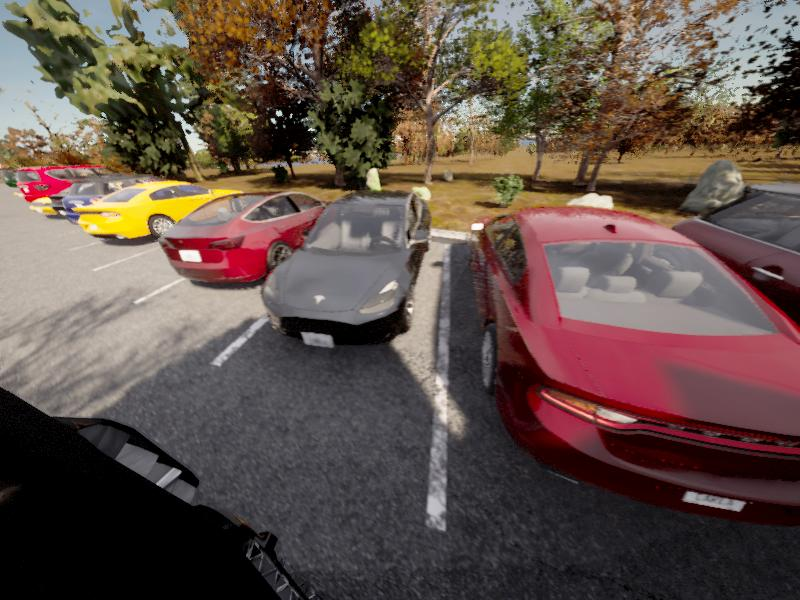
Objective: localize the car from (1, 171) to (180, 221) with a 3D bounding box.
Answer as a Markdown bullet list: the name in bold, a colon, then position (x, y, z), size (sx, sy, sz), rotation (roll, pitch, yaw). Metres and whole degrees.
- **car**: position (-15.682, -5.759, 12.388), size (1.946, 1.575, 5.366), rotation (5, 34, 11)

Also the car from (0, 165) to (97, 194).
- **car**: position (-33.210, -11.592, 22.073), size (1.878, 1.987, 4.442), rotation (6, 34, 12)

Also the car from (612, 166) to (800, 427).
- **car**: position (4.601, 0.147, 1.771), size (2.185, 1.767, 4.553), rotation (4, 34, 10)

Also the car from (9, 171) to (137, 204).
- **car**: position (-23.157, -8.248, 16.754), size (2.163, 1.488, 4.792), rotation (5, 34, 12)

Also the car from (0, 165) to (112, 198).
- **car**: position (-28.198, -9.987, 19.283), size (1.878, 1.987, 4.442), rotation (6, 34, 12)

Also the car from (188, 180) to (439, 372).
- **car**: position (-0.511, -1.171, 4.414), size (2.163, 1.488, 4.792), rotation (5, 34, 10)

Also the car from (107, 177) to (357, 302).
- **car**: position (-3.048, -1.961, 5.793), size (2.163, 1.488, 4.792), rotation (4, 34, 11)

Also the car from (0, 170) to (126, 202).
- **car**: position (-25.704, -8.960, 17.953), size (1.946, 1.575, 5.366), rotation (6, 34, 12)

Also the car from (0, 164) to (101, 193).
- **car**: position (-35.686, -12.495, 23.574), size (2.435, 2.045, 5.566), rotation (5, 34, 12)

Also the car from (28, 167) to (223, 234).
- **car**: position (-10.638, -4.368, 9.700), size (2.185, 1.767, 4.553), rotation (5, 34, 11)

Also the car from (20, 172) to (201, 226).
- **car**: position (-13.142, -5.061, 11.159), size (2.231, 1.521, 4.892), rotation (5, 34, 12)

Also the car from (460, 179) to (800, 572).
- **car**: position (2.034, -0.465, 3.108), size (2.097, 1.535, 5.008), rotation (4, 33, 10)

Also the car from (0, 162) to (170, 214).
- **car**: position (-18.159, -6.879, 13.813), size (2.435, 2.045, 5.566), rotation (5, 34, 12)

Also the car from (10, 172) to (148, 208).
- **car**: position (-20.658, -7.413, 15.311), size (2.163, 1.488, 4.792), rotation (6, 34, 12)

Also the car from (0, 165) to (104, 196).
- **car**: position (-30.704, -10.790, 20.678), size (1.878, 1.987, 4.442), rotation (6, 34, 12)

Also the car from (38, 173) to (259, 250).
- **car**: position (-8.112, -3.496, 8.427), size (2.097, 1.535, 5.008), rotation (5, 34, 11)
